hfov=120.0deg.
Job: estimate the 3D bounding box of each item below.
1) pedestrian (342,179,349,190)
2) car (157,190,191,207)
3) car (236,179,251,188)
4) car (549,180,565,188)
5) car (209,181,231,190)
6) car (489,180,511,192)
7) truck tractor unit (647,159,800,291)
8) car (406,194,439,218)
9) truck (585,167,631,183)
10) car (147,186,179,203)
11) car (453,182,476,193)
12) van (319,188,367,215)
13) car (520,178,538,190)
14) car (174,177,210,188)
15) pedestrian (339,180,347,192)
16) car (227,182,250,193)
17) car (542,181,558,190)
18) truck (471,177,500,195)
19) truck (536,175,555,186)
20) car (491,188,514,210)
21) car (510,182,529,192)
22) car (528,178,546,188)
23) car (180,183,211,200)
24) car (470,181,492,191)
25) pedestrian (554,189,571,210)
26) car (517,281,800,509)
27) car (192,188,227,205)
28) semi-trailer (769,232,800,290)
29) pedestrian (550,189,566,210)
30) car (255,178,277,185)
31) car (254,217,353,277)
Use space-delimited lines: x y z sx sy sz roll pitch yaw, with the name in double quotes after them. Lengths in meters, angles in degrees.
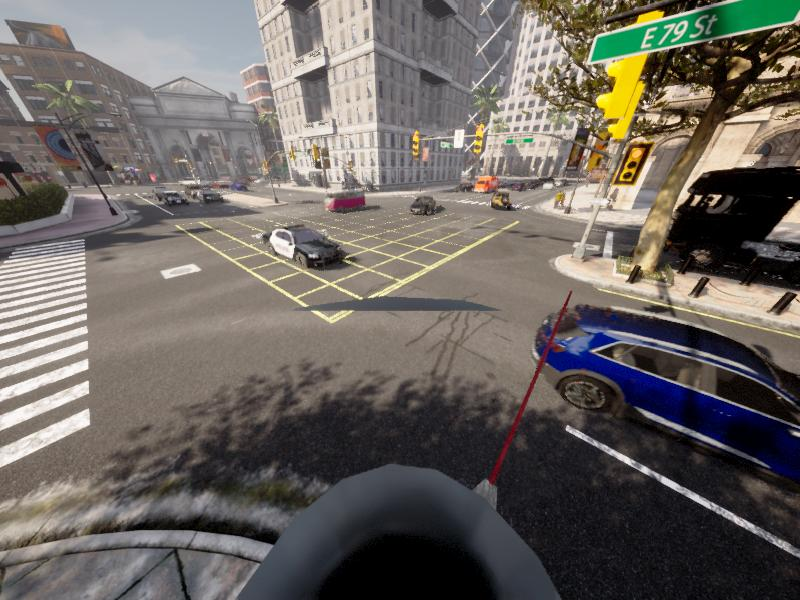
-10.335 -21.889 43.705 0.751 1.860 0.751 23 37 34 "pedestrian"
-26.955 -12.141 27.558 3.806 1.475 1.970 23 37 34 "car"
-35.212 -26.370 52.142 1.882 1.535 5.008 -13 32 -21 "car"
34.935 -25.758 51.324 1.895 1.301 4.718 23 37 34 "car"
-37.579 -23.981 48.246 4.718 1.301 1.895 21 36 32 "car"
19.373 -22.171 44.765 1.930 1.638 5.238 23 37 34 "car"
15.272 -3.000 8.979 6.516 4.208 3.053 24 37 34 "truck tractor unit"
2.310 -9.404 22.801 1.837 1.490 4.892 11 32 18 "car"
57.922 -34.894 64.611 8.468 3.827 2.891 8 31 13 "truck"
-32.069 -14.368 31.251 5.238 1.638 1.930 23 37 34 "car"
11.707 -20.252 41.589 1.837 1.490 4.892 23 37 34 "car"
-5.628 -10.079 23.478 1.775 1.987 4.442 23 37 34 "van"
26.168 -23.563 46.927 1.905 1.878 3.866 23 37 34 "car"
-45.590 -25.830 50.705 5.566 2.045 2.150 2 30 3 "car"
-9.873 -19.707 39.926 0.751 1.860 0.751 19 35 29 "pedestrian"
-29.913 -20.897 42.757 4.674 1.442 1.812 23 37 34 "car"
30.149 -23.046 46.393 1.845 1.501 3.633 23 37 34 "car"
14.832 -19.817 39.870 2.627 2.467 5.204 22 36 33 "truck"
35.861 -29.371 56.779 2.390 2.098 6.274 23 37 34 "truck"
11.355 -11.344 25.770 1.932 1.855 4.605 9 31 18 "car"
22.317 -21.118 43.108 1.816 1.474 4.193 23 37 34 "car"
30.554 -26.061 51.503 1.930 1.638 5.238 23 37 34 "car"
-29.341 -15.610 33.164 4.605 1.855 1.932 23 37 34 "car"
16.414 -23.026 46.495 2.033 1.411 5.357 23 37 34 "car"
16.533 -10.235 23.519 0.751 1.860 0.751 -23 37 -35 "pedestrian"
5.046 1.368 4.007 4.856 1.649 2.033 19 35 30 "car"
-24.565 -13.443 29.759 4.974 1.542 2.038 23 37 34 "car"
21.298 -0.520 4.489 14.254 4.402 2.717 23 37 34 "semi-trailer"
15.923 -10.106 23.297 0.751 1.860 0.751 13 32 21 "pedestrian"
-35.389 -31.467 61.061 1.812 1.442 4.674 14 33 23 "car"
-4.827 -2.827 11.371 4.974 1.542 2.038 23 37 34 "car"
